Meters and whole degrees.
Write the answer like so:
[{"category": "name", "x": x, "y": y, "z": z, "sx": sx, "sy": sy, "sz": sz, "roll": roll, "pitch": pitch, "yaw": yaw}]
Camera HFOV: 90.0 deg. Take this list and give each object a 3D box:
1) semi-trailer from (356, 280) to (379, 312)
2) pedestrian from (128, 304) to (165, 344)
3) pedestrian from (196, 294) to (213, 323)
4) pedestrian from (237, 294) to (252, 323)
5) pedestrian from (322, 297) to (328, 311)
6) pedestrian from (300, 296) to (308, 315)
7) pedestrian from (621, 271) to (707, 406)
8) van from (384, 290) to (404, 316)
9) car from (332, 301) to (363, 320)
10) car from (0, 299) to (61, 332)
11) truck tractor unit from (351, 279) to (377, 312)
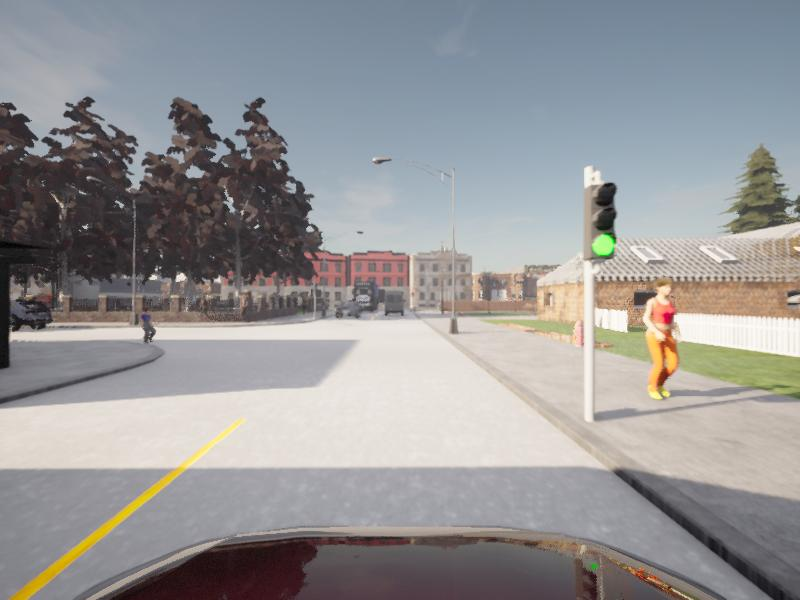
[{"category": "semi-trailer", "x": -4.869, "y": -0.604, "z": 62.419, "sx": 2.717, "sy": 4.402, "sz": 14.254, "roll": 0, "pitch": 0, "yaw": -1}, {"category": "pedestrian", "x": -8.626, "y": 0.808, "z": 13.608, "sx": 0.751, "sy": 1.300, "sz": 0.751, "roll": 0, "pitch": 0, "yaw": 14}, {"category": "pedestrian", "x": -12.686, "y": 0.540, "z": 25.995, "sx": 0.751, "sy": 1.860, "sz": 0.751, "roll": 0, "pitch": 0, "yaw": -5}, {"category": "pedestrian", "x": -10.242, "y": 0.540, "z": 26.335, "sx": 0.751, "sy": 1.860, "sz": 0.751, "roll": 0, "pitch": 0, "yaw": -4}, {"category": "pedestrian", "x": -9.715, "y": 0.545, "z": 51.956, "sx": 0.751, "sy": 1.860, "sz": 0.751, "roll": 0, "pitch": 0, "yaw": -17}, {"category": "pedestrian", "x": -9.510, "y": 0.542, "z": 39.768, "sx": 0.751, "sy": 1.860, "sz": 0.751, "roll": 0, "pitch": 0, "yaw": -9}, {"category": "pedestrian", "x": 3.884, "y": 0.534, "z": 5.936, "sx": 0.751, "sy": 1.860, "sz": 0.751, "roll": 0, "pitch": 0, "yaw": -6}, {"category": "van", "x": -0.555, "y": 0.329, "z": 43.098, "sx": 1.988, "sy": 2.561, "sz": 5.915, "roll": 0, "pitch": 0, "yaw": 1}, {"category": "car", "x": -4.381, "y": 0.843, "z": 34.338, "sx": 2.128, "sy": 1.511, "sz": 4.902, "roll": 0, "pitch": 0, "yaw": -1}, {"category": "car", "x": -21.240, "y": 0.783, "z": 21.114, "sx": 4.856, "sy": 1.649, "sz": 2.033, "roll": 0, "pitch": 0, "yaw": -3}, {"category": "truck tractor unit", "x": -4.767, "y": -0.513, "z": 54.511, "sx": 3.053, "sy": 4.208, "sz": 6.516, "roll": 0, "pitch": -1, "yaw": -1}]
